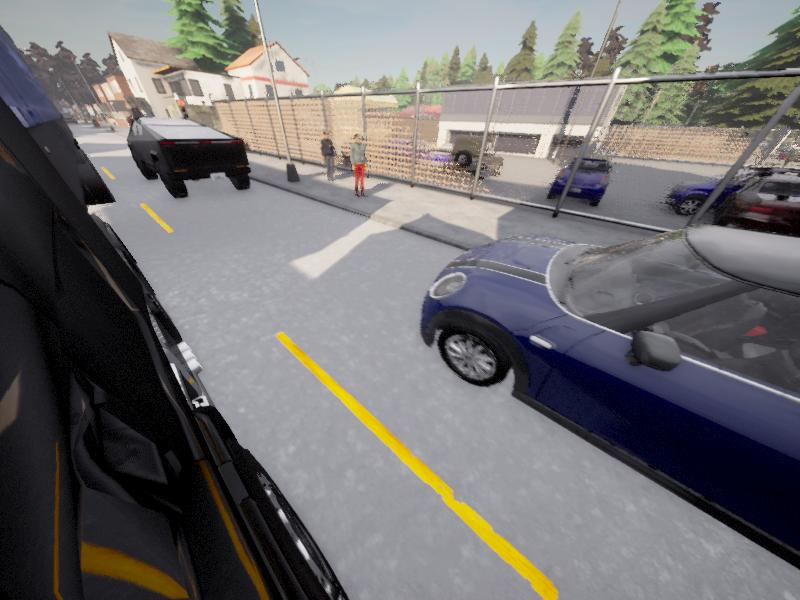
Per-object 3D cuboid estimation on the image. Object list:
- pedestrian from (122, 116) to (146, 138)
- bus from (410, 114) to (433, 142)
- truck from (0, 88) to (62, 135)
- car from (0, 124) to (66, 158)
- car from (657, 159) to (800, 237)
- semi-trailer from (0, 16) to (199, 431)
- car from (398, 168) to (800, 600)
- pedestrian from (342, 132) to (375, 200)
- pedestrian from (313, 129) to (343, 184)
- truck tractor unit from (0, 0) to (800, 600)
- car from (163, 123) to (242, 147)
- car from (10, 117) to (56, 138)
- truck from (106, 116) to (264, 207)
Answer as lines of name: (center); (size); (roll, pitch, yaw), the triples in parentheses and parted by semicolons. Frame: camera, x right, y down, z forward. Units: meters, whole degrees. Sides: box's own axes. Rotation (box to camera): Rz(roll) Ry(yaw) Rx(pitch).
pedestrian: (-28.732, -18.690, 24.979); (0.751, 1.860, 0.751); (1, 37, -2)
bus: (4.363, -36.659, 49.164); (3.944, 4.253, 10.273); (2, 37, -1)
truck: (-43.303, -21.790, 26.803); (8.468, 3.827, 2.891); (28, 44, 30)
car: (-22.637, -9.773, 14.121); (4.181, 1.385, 1.994); (28, 44, 30)
car: (11.192, -3.312, 7.329); (3.705, 1.547, 1.789); (28, 44, 30)
semi-trailer: (-8.572, -3.690, 4.345); (14.254, 4.402, 2.717); (30, 45, 31)
car: (2.428, 0.278, 1.926); (4.553, 1.767, 2.097); (28, 44, 30)
pedestrian: (-1.353, -4.441, 7.707); (0.751, 1.860, 0.751); (-14, 40, -21)
pedestrian: (-2.967, -5.954, 9.622); (0.751, 1.860, 0.751); (-17, 41, -24)
truck tractor unit: (-2.645, -0.295, 0.351); (6.516, 4.208, 3.053); (28, 44, 30)
car: (-18.768, -15.865, 22.242); (1.930, 1.638, 5.238); (32, 46, 33)
car: (-36.267, -17.121, 22.912); (3.705, 1.549, 1.789); (28, 44, 30)
truck: (-8.118, -5.461, 8.665); (6.274, 2.098, 2.390); (28, 44, 30)
